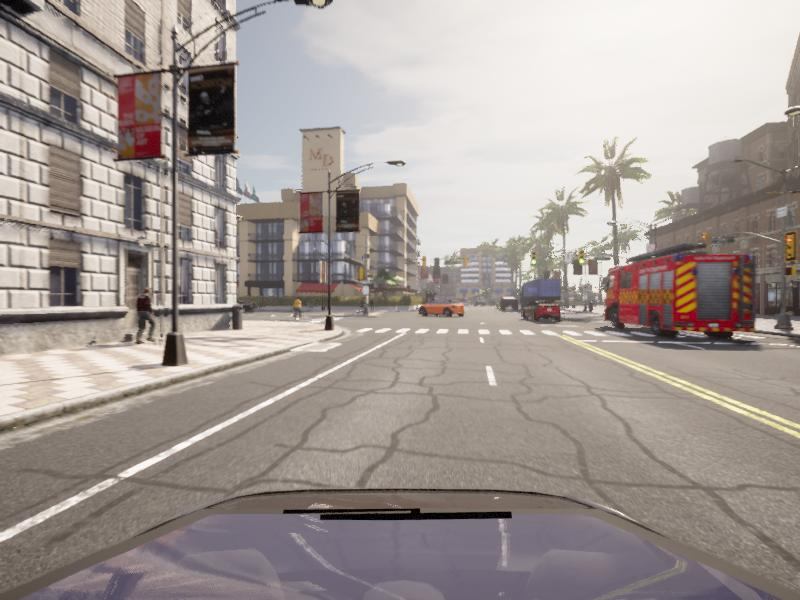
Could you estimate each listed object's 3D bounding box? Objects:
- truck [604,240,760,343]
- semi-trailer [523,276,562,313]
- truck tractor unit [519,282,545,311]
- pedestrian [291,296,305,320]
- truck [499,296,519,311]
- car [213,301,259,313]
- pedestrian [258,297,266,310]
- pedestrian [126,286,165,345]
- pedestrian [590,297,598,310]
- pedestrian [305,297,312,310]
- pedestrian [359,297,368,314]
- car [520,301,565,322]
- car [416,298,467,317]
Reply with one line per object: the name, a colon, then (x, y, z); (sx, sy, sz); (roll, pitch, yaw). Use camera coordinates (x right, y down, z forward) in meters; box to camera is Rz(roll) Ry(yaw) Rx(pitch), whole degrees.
truck: (12.782, -0.328, 19.354); (2.891, 3.827, 8.468); (0, 0, 10)
semi-trailer: (19.148, -0.637, 54.760); (2.717, 4.402, 14.254); (0, 0, 10)
truck tractor unit: (20.549, -0.543, 62.547); (3.053, 4.208, 6.516); (0, 0, 10)
pedestrian: (-8.009, 0.626, 31.454); (0.751, 1.860, 0.751); (0, 0, 17)
truck: (16.989, 0.519, 62.524); (2.390, 2.098, 6.274); (0, 0, 10)
car: (-19.890, 0.827, 48.631); (4.892, 1.490, 1.837); (0, 0, 10)
pedestrian: (-19.177, 0.465, 55.614); (0.751, 1.860, 0.751); (0, 0, 17)
pedestrian: (-8.195, 0.480, 12.922); (0.751, 1.860, 0.751); (0, 0, 12)
pedestrian: (27.662, 0.464, 57.047); (0.751, 1.860, 0.751); (0, 0, -10)
pedestrian: (-12.485, 0.465, 54.572); (0.751, 1.860, 0.751); (0, 0, 2)
pedestrian: (-4.187, 0.620, 45.921); (0.751, 1.860, 0.751); (0, 0, 15)
car: (10.814, 0.817, 30.713); (2.007, 1.525, 4.514); (0, 0, 3)
car: (3.972, 0.679, 38.687); (2.097, 1.767, 4.553); (0, 0, -45)
